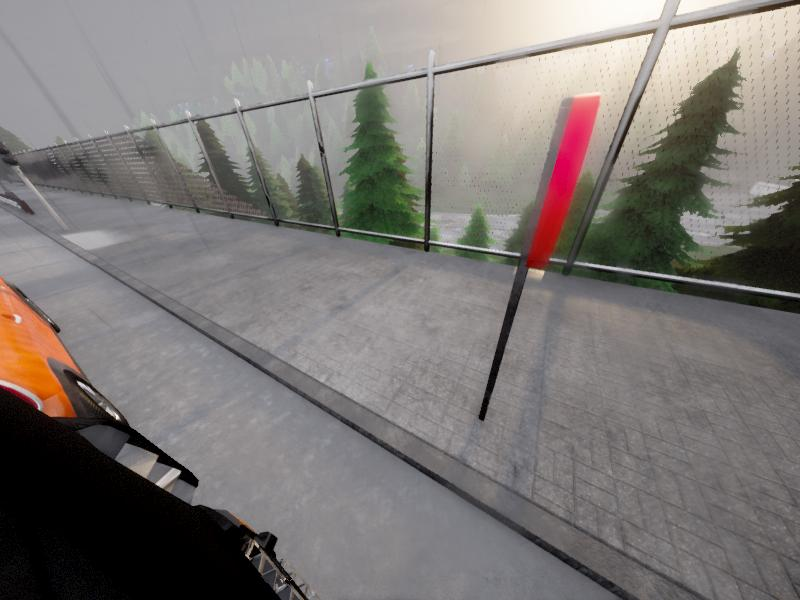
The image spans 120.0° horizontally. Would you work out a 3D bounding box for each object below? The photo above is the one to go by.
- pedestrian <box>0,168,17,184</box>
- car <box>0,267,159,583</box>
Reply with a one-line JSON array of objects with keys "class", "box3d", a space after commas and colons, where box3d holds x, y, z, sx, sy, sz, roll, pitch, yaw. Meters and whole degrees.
[{"class": "pedestrian", "box3d": [-54.339, -17.014, 31.790, 0.751, 1.860, 0.751, 16, 38, 26]}, {"class": "car", "box3d": [-4.632, 0.596, 1.776, 4.553, 1.767, 2.097, 16, 38, 26]}]
